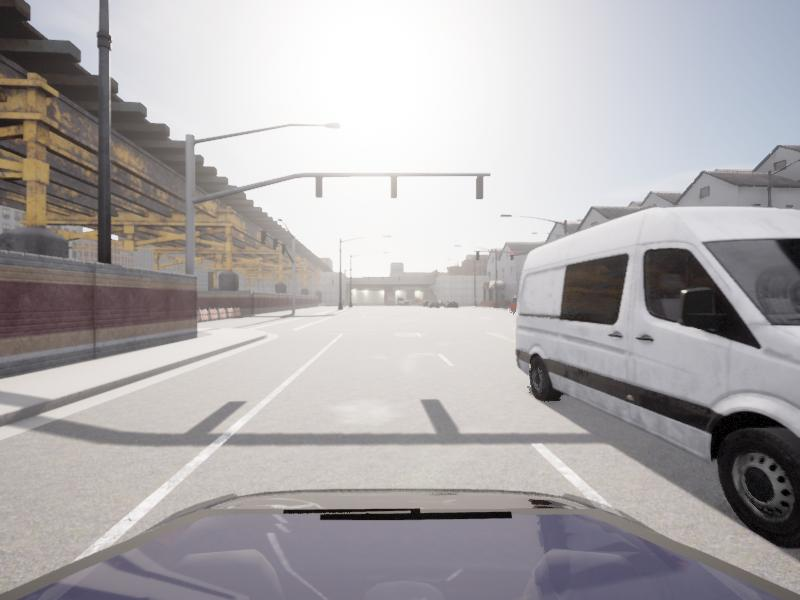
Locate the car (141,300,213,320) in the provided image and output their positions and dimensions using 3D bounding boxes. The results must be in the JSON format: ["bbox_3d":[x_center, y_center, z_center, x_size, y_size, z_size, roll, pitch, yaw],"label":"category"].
[{"bbox_3d":[-18.386,0.793,33.251,2.038,1.542,4.974,0,0,26],"label":"car"}]

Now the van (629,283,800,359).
[{"bbox_3d":[9.846,0.570,12.998,2.069,2.038,4.480,0,0,-3],"label":"van"}]

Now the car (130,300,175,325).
[{"bbox_3d":[-17.342,0.793,27.928,2.038,1.542,4.974,0,0,-39],"label":"car"}]

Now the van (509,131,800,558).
[{"bbox_3d":[3.255,0.309,4.697,1.988,2.561,5.915,0,-1,-4],"label":"van"}]
